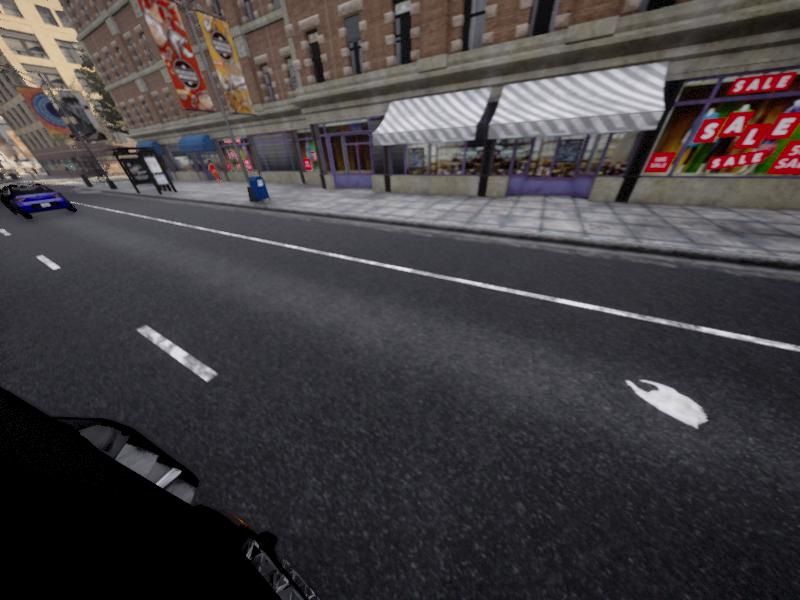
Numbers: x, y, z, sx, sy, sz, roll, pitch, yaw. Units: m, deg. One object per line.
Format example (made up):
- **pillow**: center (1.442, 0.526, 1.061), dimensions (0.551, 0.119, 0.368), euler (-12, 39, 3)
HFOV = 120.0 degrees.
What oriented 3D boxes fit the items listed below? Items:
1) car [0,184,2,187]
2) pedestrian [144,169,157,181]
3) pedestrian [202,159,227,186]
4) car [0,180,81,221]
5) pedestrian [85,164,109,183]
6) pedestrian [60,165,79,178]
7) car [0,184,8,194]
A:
- **car**: center (-54.609, -15.199, 29.708), dimensions (3.633, 1.501, 1.845), euler (3, 34, 10)
- **pedestrian**: center (-28.366, -14.193, 26.267), dimensions (0.500, 1.100, 0.500), euler (15, 37, 25)
- **pedestrian**: center (-14.947, -10.279, 18.642), dimensions (0.751, 1.860, 0.751), euler (18, 39, 28)
- **car**: center (-19.450, -5.384, 12.250), dimensions (4.193, 1.474, 1.816), euler (15, 37, 25)
- **pedestrian**: center (-35.245, -14.735, 26.918), dimensions (0.751, 1.860, 0.751), euler (-22, 38, -26)
- **pedestrian**: center (-54.748, -21.243, 38.237), dimensions (0.751, 1.860, 0.751), euler (4, 34, 11)
- **car**: center (-41.757, -11.366, 22.940), dimensions (4.514, 1.525, 2.007), euler (15, 37, 25)
